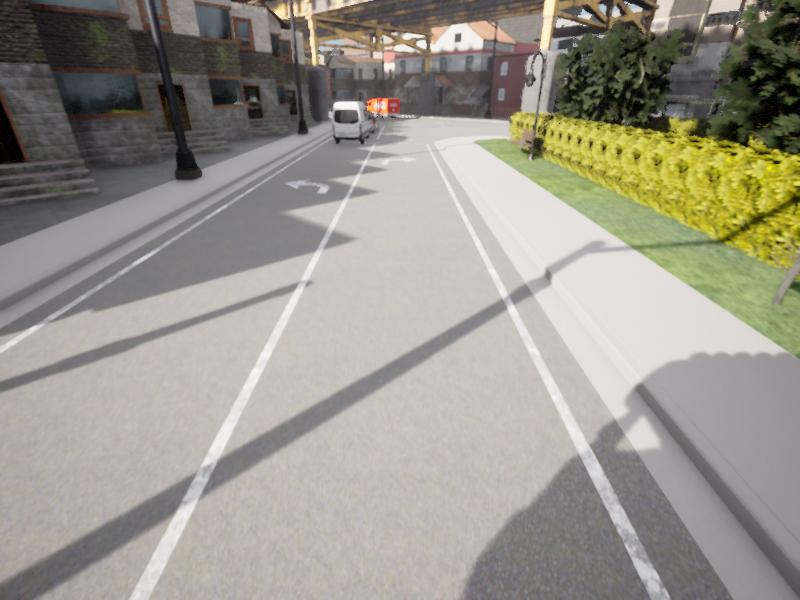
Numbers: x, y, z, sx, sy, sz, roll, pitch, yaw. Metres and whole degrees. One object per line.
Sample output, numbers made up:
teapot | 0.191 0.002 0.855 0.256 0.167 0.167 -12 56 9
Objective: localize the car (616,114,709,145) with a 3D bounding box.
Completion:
car | 19.297 -12.719 29.659 1.930 1.638 5.238 -24 37 -39

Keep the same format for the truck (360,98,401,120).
truck | -2.615 -25.671 53.664 2.627 2.467 5.204 -24 36 -39

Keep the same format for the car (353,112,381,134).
car | -2.856 -15.519 35.002 1.845 1.501 3.633 2 27 4

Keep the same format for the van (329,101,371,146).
van | -3.320 -12.539 28.117 1.988 2.561 5.915 1 27 1
